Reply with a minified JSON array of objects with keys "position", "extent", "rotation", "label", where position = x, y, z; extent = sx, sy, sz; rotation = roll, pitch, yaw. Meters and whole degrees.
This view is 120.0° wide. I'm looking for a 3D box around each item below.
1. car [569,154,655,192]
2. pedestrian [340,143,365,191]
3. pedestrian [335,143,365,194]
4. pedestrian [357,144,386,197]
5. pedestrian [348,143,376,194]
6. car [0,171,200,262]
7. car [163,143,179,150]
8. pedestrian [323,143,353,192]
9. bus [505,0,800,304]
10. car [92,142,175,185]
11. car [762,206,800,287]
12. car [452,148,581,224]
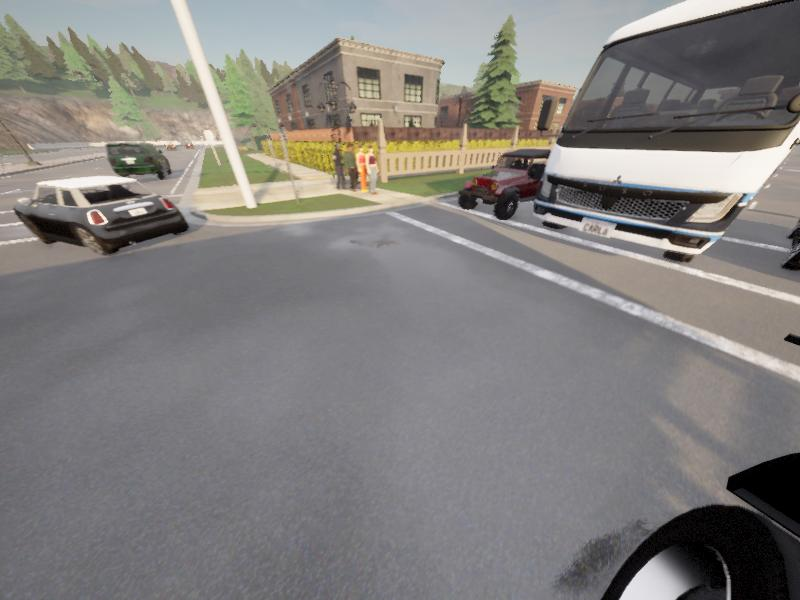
[{"position":[11.524,-7.017,12.582],"extent":[4.181,1.385,1.994],"rotation":[-22,41,-28],"label":"car"},{"position":[-2.153,-6.132,10.701],"extent":[0.751,1.860,0.751],"rotation":[5,36,8],"label":"pedestrian"},{"position":[-2.173,-5.762,10.176],"extent":[0.751,1.860,0.751],"rotation":[27,44,33],"label":"pedestrian"},{"position":[-1.163,-5.433,9.702],"extent":[0.751,1.860,0.751],"rotation":[30,45,35],"label":"pedestrian"},{"position":[-1.637,-5.753,10.160],"extent":[0.751,1.860,0.751],"rotation":[25,42,31],"label":"pedestrian"},{"position":[-7.903,-2.360,6.036],"extent":[3.806,1.475,1.970],"rotation":[12,37,16],"label":"car"},{"position":[-54.007,-36.212,54.558],"extent":[1.895,1.301,4.718],"rotation":[-21,40,-27],"label":"car"},{"position":[-2.783,-6.041,10.576],"extent":[0.751,1.860,0.751],"rotation":[18,39,25],"label":"pedestrian"},{"position":[8.242,-4.315,6.274],"extent":[10.273,4.253,3.944],"rotation":[-22,41,-28],"label":"bus"},{"position":[-17.574,-9.456,15.680],"extent":[2.150,2.045,5.566],"rotation":[-21,40,-26],"label":"car"},{"position":[9.628,-1.369,4.462],"extent":[4.902,1.511,2.128],"rotation":[-22,41,-28],"label":"car"},{"position":[4.071,-4.238,8.248],"extent":[3.866,1.878,1.905],"rotation":[-21,40,-27],"label":"car"}]
